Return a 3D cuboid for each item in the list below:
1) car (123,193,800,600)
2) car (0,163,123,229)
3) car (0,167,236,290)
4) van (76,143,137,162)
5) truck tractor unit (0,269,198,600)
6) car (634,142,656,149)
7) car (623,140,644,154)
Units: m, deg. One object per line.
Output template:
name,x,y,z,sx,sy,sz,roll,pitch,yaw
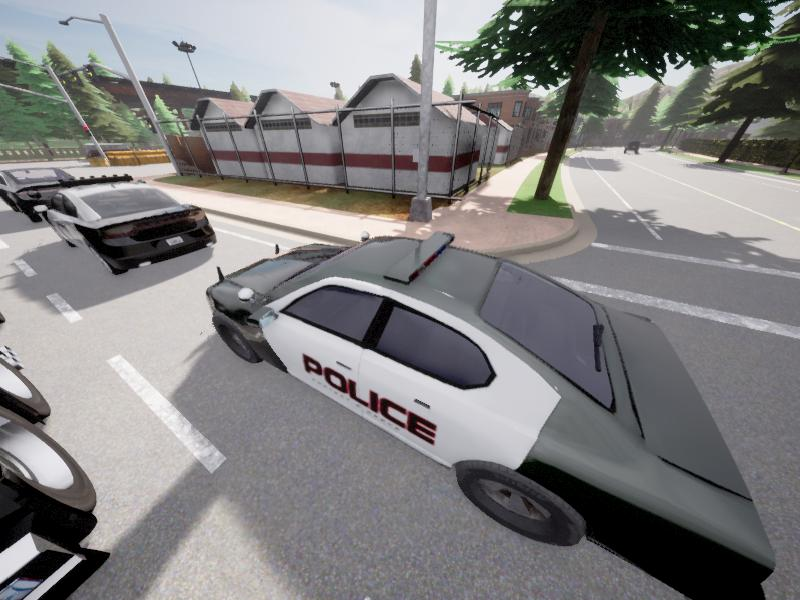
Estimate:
car,-0.154,0.091,2.538,4.974,1.542,2.038,18,39,23
car,-13.222,-4.063,8.603,4.902,1.511,2.128,18,39,24
car,-6.794,-2.071,5.583,5.238,1.638,1.930,18,39,24
van,-39.633,-20.082,31.372,1.775,1.987,4.442,16,38,22
truck tractor unit,-5.120,-0.292,0.766,6.516,4.208,3.053,18,39,24
car,62.387,-39.408,58.774,5.357,1.411,2.033,-19,39,-25
car,40.937,-26.954,40.642,1.905,1.878,3.866,24,41,30
